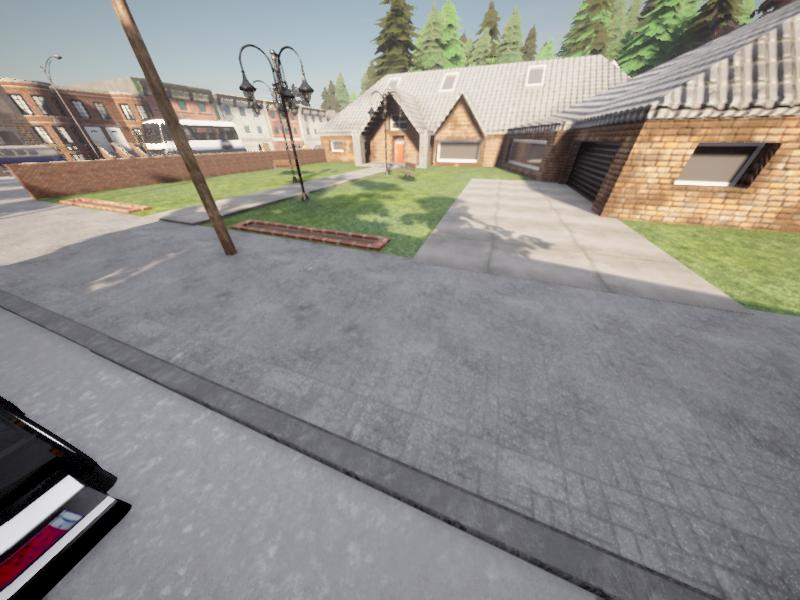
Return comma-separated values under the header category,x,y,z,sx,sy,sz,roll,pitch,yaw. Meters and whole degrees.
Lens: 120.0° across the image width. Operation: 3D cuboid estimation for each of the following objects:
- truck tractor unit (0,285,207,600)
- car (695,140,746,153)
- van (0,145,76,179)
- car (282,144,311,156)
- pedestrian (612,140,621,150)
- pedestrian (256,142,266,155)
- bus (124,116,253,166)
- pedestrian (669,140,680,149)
category,x,y,z,sx,sy,sz,roll,pitch,yaw
truck tractor unit,-5.251,-0.128,0.538,6.516,4.208,3.053,12,37,16
car,65.918,-31.675,47.671,5.566,2.045,2.150,12,37,17
van,-29.759,-10.847,18.044,1.775,1.987,4.442,12,37,17
car,-18.731,-27.441,42.091,2.242,1.667,4.611,12,37,17
pedestrian,46.593,-33.313,49.702,0.751,1.860,0.751,16,38,22
pedestrian,-25.410,-27.811,42.363,0.751,1.860,0.751,18,39,24
bus,-24.646,-19.371,28.273,3.944,4.253,10.273,12,37,17
pedestrian,64.627,-36.701,54.449,0.751,1.860,0.751,17,38,23
